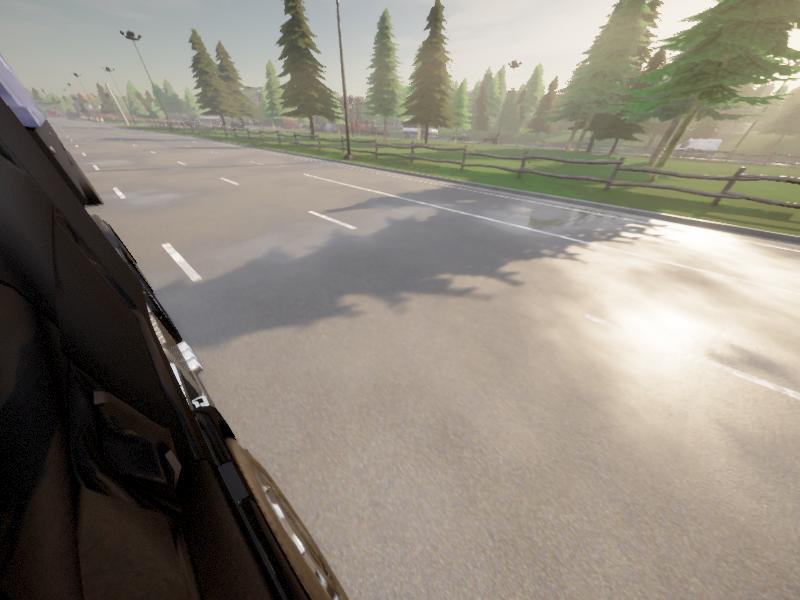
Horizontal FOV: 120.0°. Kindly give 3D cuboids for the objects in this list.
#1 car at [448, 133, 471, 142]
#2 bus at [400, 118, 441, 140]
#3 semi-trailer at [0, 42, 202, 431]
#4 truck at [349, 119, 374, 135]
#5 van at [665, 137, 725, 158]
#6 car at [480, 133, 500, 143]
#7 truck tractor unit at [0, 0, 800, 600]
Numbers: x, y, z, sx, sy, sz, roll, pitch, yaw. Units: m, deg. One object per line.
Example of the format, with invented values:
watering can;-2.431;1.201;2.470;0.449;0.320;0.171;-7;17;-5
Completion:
car;14.696;-40.336;57.361;5.027;1.651;2.152;28;44;30
bus;5.321;-46.418;62.648;10.273;4.253;3.944;28;44;30
semi-trailer;-8.704;-3.589;4.239;14.254;4.402;2.717;28;44;30
truck;-12.404;-55.813;74.536;8.468;3.827;2.891;28;44;30
van;51.283;-26.748;40.444;5.915;2.561;1.988;28;44;30
car;21.828;-39.453;56.302;3.866;1.878;1.905;28;44;30
truck tractor unit;-2.645;-0.295;0.351;6.516;4.208;3.053;28;44;30
